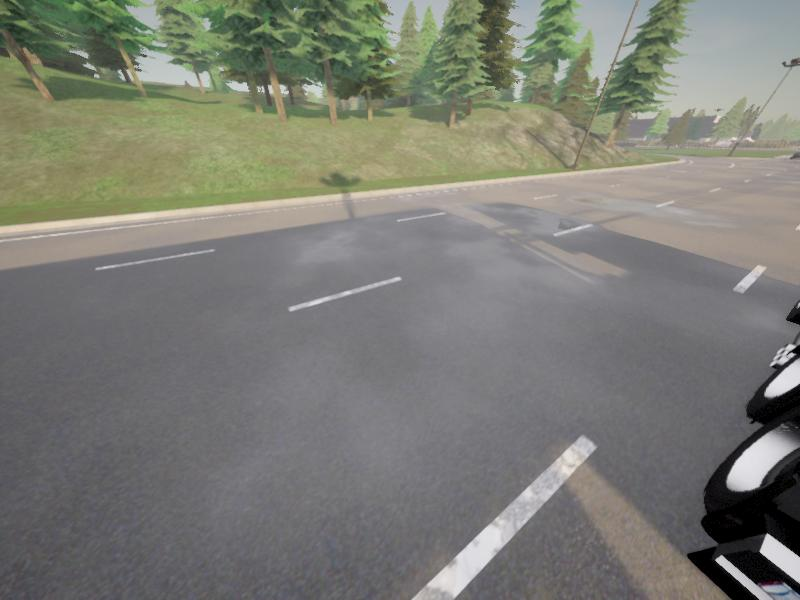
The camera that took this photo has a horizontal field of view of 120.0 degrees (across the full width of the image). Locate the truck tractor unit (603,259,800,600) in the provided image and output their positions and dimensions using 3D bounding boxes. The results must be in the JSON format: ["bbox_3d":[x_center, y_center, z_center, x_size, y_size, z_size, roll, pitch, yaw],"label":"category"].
[{"bbox_3d":[5.100,-0.313,0.791,6.516,4.208,3.053,-19,39,-24],"label":"truck tractor unit"}]
